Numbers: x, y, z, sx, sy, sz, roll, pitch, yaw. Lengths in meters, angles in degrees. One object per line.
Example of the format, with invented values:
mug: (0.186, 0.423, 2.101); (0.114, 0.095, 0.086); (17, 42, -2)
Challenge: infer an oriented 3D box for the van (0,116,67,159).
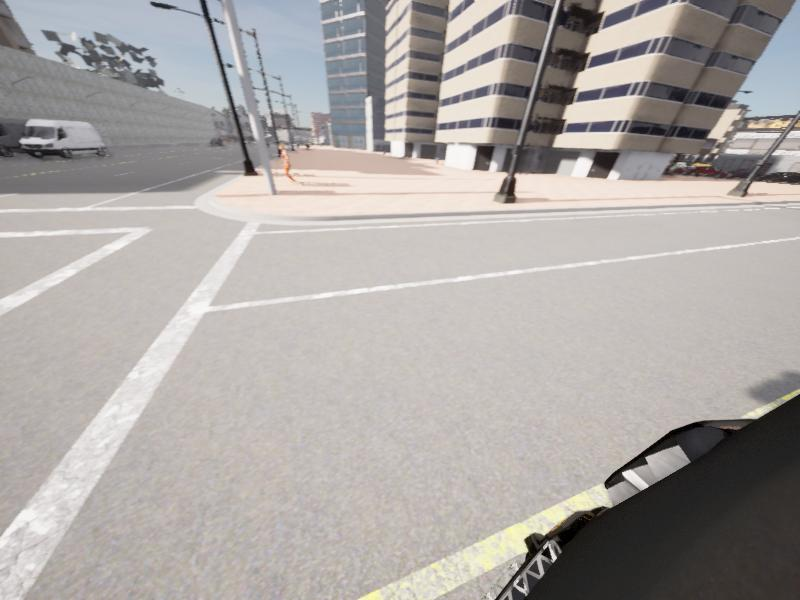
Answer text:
van: (-30.841, -12.747, 18.032); (1.988, 2.561, 5.915); (-8, 35, -15)

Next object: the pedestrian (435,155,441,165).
pedestrian: (5.255, -19.482, 32.196); (0.500, 1.100, 0.500); (17, 36, 19)

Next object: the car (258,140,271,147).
car: (-35.538, -41.144, 60.716); (1.895, 1.301, 4.718); (-8, 36, -15)

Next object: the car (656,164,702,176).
car: (51.961, -24.300, 43.173); (2.163, 1.488, 4.792); (-9, 35, -17)

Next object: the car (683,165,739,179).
car: (50.462, -20.871, 37.637); (2.033, 1.649, 4.856); (-9, 35, -17)

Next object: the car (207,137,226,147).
car: (-38.284, -32.971, 48.194); (1.789, 1.549, 3.705); (-8, 36, -15)

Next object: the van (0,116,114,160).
van: (-27.446, -13.097, 18.814); (1.988, 2.561, 5.915); (-8, 35, -15)

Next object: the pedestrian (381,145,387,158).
pedestrian: (-2.845, -26.593, 41.344); (0.751, 1.860, 0.751); (-12, 37, -21)

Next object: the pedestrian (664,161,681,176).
pedestrian: (41.024, -19.769, 34.754); (0.751, 1.860, 0.751); (-13, 37, -22)

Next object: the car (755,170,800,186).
car: (52.996, -16.574, 31.426); (1.812, 1.442, 4.674); (-9, 35, -17)

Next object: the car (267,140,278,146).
car: (-39.746, -49.089, 72.050); (1.970, 1.475, 3.806); (-7, 35, -15)

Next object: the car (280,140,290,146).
car: (-36.558, -49.900, 73.441); (2.007, 1.525, 4.514); (-5, 35, -12)

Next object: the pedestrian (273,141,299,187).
pedestrian: (-5.525, -6.625, 11.272); (0.751, 1.860, 0.751); (-12, 37, -21)

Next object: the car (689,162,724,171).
car: (80.845, -35.410, 61.021); (2.152, 1.636, 5.027); (-9, 36, -17)

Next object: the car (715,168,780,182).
car: (54.639, -19.848, 36.556); (2.033, 1.411, 5.357); (-9, 35, -17)
